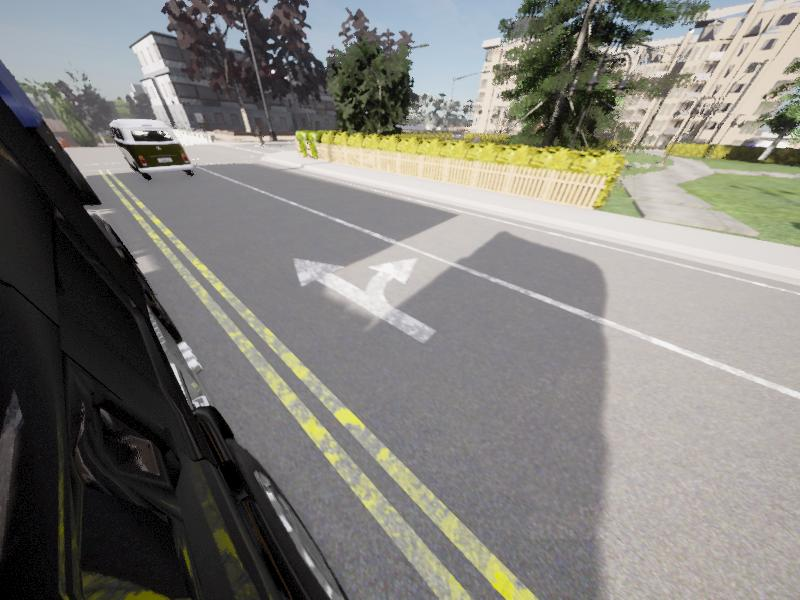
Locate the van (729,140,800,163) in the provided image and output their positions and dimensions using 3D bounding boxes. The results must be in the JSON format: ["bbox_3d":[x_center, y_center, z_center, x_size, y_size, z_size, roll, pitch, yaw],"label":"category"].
[{"bbox_3d":[55.771,-22.492,34.923,6.366,2.431,2.351,29,44,31],"label":"van"}]

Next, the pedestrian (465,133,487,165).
[{"bbox_3d":[5.351,-10.679,16.361,0.751,1.860,0.751,-9,38,-15],"label":"pedestrian"}]

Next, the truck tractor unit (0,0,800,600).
[{"bbox_3d":[-2.645,-0.295,0.351,6.516,4.208,3.053,28,44,30],"label":"truck tractor unit"}]

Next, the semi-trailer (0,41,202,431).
[{"bbox_3d":[-8.724,-3.581,4.211,14.254,4.402,2.717,28,44,30],"label":"semi-trailer"}]

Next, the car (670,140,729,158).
[{"bbox_3d":[50.106,-25.499,38.913,5.566,2.045,2.150,29,44,31],"label":"car"}]

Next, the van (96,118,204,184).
[{"bbox_3d":[-11.205,-6.829,10.378,4.480,2.038,2.069,29,45,31],"label":"van"}]

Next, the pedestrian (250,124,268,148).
[{"bbox_3d":[-13.661,-15.919,22.461,0.751,1.860,0.751,27,43,29],"label":"pedestrian"}]
